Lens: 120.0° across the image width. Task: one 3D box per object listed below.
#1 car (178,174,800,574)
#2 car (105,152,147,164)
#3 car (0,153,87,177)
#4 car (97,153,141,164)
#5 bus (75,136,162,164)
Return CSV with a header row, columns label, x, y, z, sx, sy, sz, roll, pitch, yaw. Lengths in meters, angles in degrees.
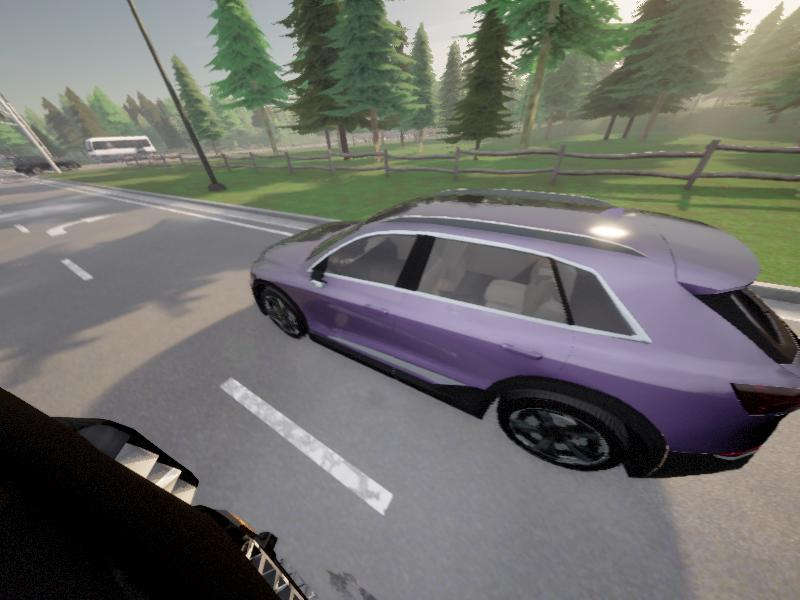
label,x,y,z,sx,sy,sz,roll,pitch,yaw
car,0.309,-0.273,2.572,4.856,1.649,2.033,16,40,26
car,-53.284,-27.690,45.017,1.837,1.490,4.892,16,40,25
car,-46.256,-17.760,30.250,2.150,2.045,5.566,6,37,14
car,-56.377,-28.484,46.457,2.033,1.411,5.357,16,40,25
bus,-58.349,-31.628,48.522,3.944,4.253,10.273,16,40,25
